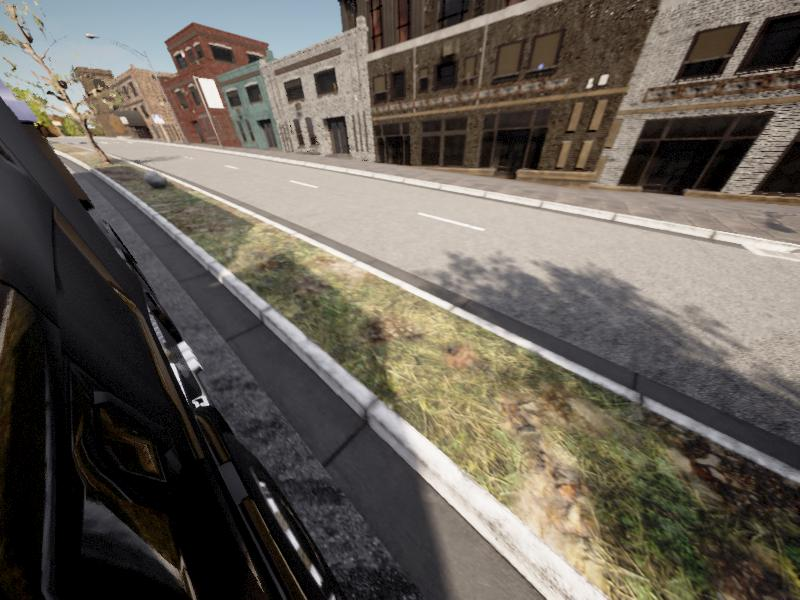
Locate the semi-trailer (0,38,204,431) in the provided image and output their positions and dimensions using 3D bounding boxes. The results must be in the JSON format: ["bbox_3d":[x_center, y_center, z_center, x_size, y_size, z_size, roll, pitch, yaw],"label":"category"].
[{"bbox_3d":[-8.853,-3.431,4.167,14.254,4.402,2.717,26,43,29],"label":"semi-trailer"}]

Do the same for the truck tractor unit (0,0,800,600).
[{"bbox_3d":[-2.645,-0.295,0.351,6.516,4.208,3.053,28,44,30],"label":"truck tractor unit"}]
